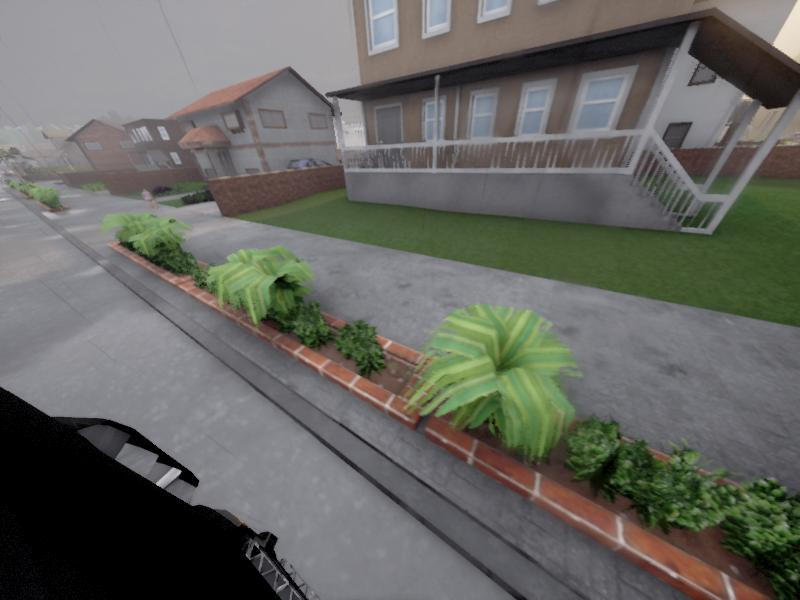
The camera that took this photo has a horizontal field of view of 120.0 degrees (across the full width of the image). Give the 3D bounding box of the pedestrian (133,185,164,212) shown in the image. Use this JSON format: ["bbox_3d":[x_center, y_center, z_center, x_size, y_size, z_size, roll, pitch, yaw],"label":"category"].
[{"bbox_3d":[-12.147,-4.927,11.174,0.500,1.100,0.500,17,39,28],"label":"pedestrian"}]

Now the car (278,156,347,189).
[{"bbox_3d":[-5.566,-8.445,15.163,1.845,1.501,3.633,17,39,28],"label":"car"}]

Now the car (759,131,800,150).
[{"bbox_3d":[46.153,-18.926,27.349,2.033,1.649,4.856,17,39,28],"label":"car"}]
